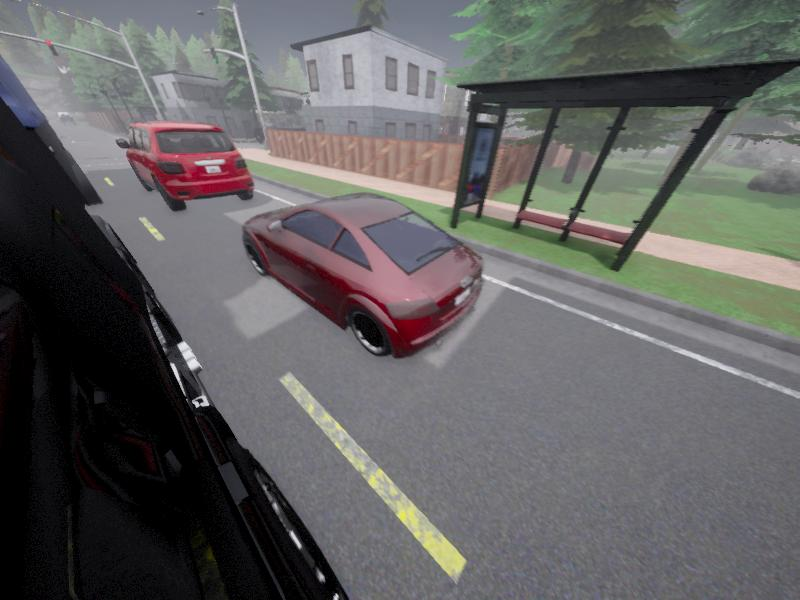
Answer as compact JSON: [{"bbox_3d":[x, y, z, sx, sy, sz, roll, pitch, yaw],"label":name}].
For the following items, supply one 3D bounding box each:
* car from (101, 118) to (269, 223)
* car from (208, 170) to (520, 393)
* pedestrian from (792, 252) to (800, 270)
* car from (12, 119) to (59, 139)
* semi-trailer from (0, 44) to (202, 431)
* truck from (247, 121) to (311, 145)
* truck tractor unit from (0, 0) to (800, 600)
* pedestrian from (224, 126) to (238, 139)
[{"bbox_3d":[-6.918,-4.422,7.406,5.566,2.045,2.150,28,44,30],"label":"car"},{"bbox_3d":[-0.811,-0.889,3.629,4.181,1.385,1.994,28,44,30],"label":"car"},{"bbox_3d":[8.507,-1.308,4.036,0.751,1.860,0.751,-26,46,-33],"label":"pedestrian"},{"bbox_3d":[-36.700,-17.279,23.328,4.181,1.385,1.994,28,44,30],"label":"car"},{"bbox_3d":[-8.704,-3.598,4.229,14.254,4.402,2.717,28,44,30],"label":"semi-trailer"},{"bbox_3d":[-14.094,-19.916,27.543,2.390,2.098,6.274,22,41,23],"label":"truck"},{"bbox_3d":[-2.645,-0.295,0.352,6.516,4.208,3.053,28,44,30],"label":"truck tractor unit"},{"bbox_3d":[-21.581,-21.448,29.511,0.751,1.300,0.751,19,40,20],"label":"pedestrian"}]
